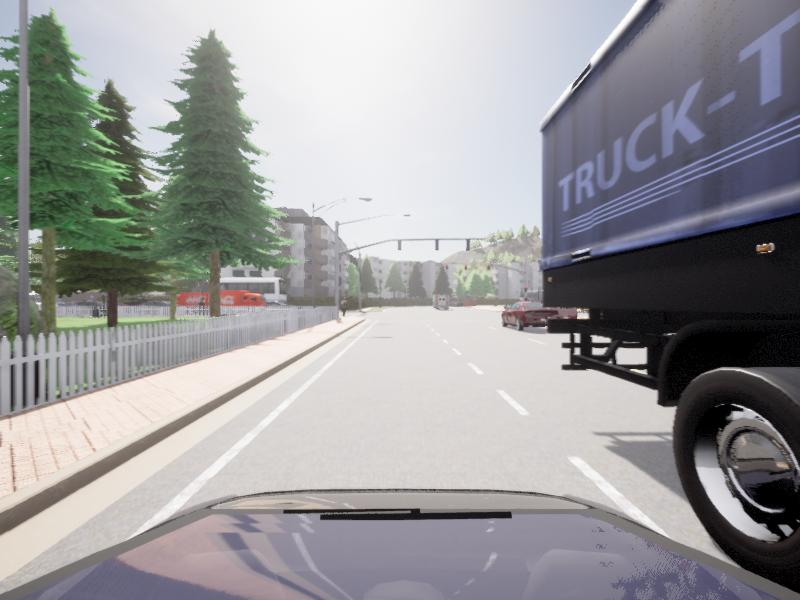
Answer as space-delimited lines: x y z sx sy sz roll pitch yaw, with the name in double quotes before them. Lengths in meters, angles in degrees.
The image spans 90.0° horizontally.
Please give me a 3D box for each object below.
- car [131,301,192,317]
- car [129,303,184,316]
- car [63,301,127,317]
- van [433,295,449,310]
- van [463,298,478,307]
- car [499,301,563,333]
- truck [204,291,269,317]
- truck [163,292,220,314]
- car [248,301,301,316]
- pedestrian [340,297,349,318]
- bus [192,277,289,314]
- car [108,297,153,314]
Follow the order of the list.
"car" -23.031 0.855 38.708 4.892 1.490 1.837 0 0 1
"car" -25.676 0.956 42.277 4.718 1.301 1.895 0 0 1
"car" -29.589 0.856 38.874 4.892 1.490 1.837 0 0 2
"van" 7.061 0.397 69.392 2.351 2.431 6.366 0 0 2
"van" 15.690 0.622 88.752 1.775 1.987 4.442 0 0 31
"car" 7.000 0.829 21.942 1.882 1.535 5.008 0 0 0
"truck" -15.676 0.368 38.524 5.204 2.467 2.627 0 0 2
"truck" -23.760 0.370 45.727 5.204 2.467 2.627 0 0 2
"car" -13.129 0.848 41.959 4.902 1.511 2.128 0 0 2
"pedestrian" -5.018 0.647 35.915 0.751 1.860 0.751 0 0 -4
"bus" -19.351 -0.521 48.999 10.273 4.253 3.944 0 0 1
"car" -30.916 0.660 45.910 3.866 1.878 1.905 0 0 2
